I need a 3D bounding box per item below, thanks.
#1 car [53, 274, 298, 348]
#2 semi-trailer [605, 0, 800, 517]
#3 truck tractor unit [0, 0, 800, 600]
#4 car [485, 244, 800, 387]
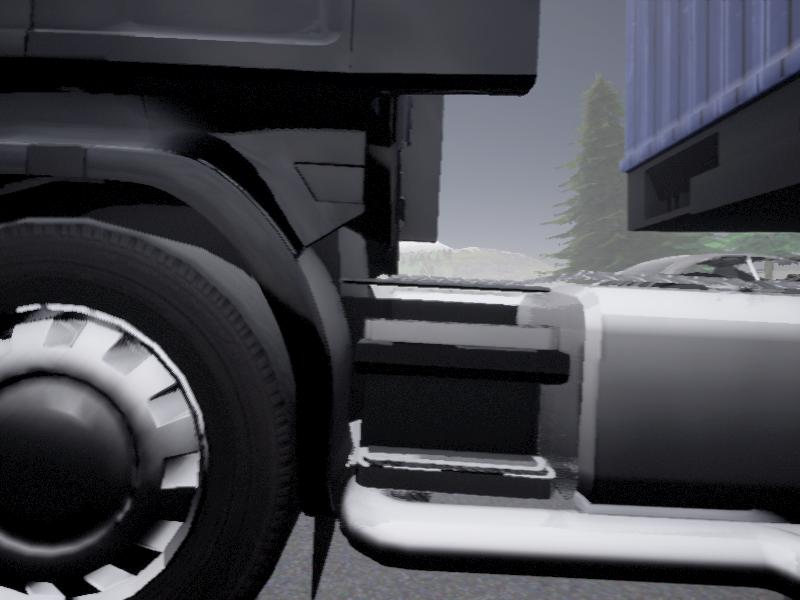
[{"bbox_3d":[-4.847,0.224,9.201,4.514,1.525,2.007,0,0,0],"label":"car"},{"bbox_3d":[8.947,-1.212,2.163,14.254,4.402,2.717,0,0,0],"label":"semi-trailer"},{"bbox_3d":[1.031,-1.122,2.187,6.516,4.208,3.053,0,0,0],"label":"truck tractor unit"},{"bbox_3d":[3.952,0.184,5.700,5.027,1.651,2.152,0,0,0],"label":"car"}]
